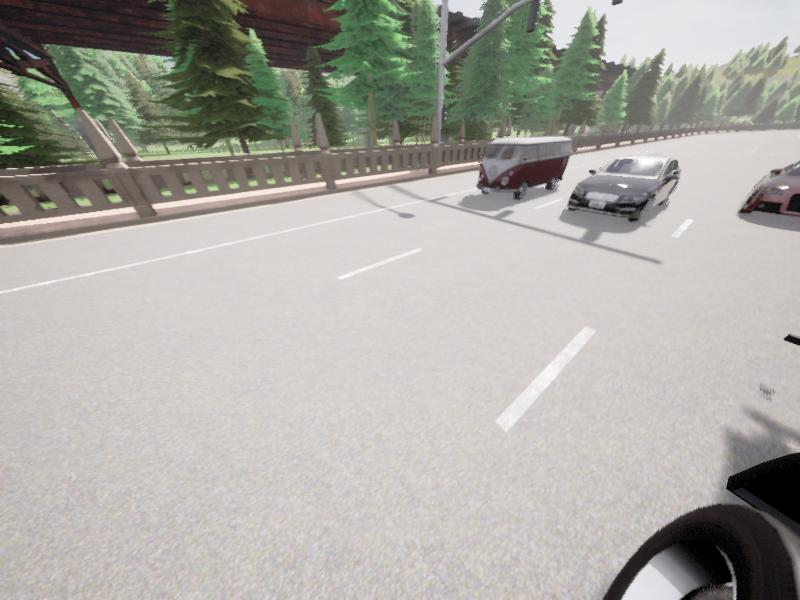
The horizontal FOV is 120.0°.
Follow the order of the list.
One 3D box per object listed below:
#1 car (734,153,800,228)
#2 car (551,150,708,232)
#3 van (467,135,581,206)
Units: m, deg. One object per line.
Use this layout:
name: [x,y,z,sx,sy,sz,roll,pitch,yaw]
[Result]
car: [11.922,-3.246,6.649,4.181,1.385,1.994,-25,42,-29]
car: [7.381,-3.760,7.421,4.902,1.511,2.128,-25,42,-29]
van: [5.019,-5.436,9.421,4.442,1.987,1.775,-25,42,-29]
